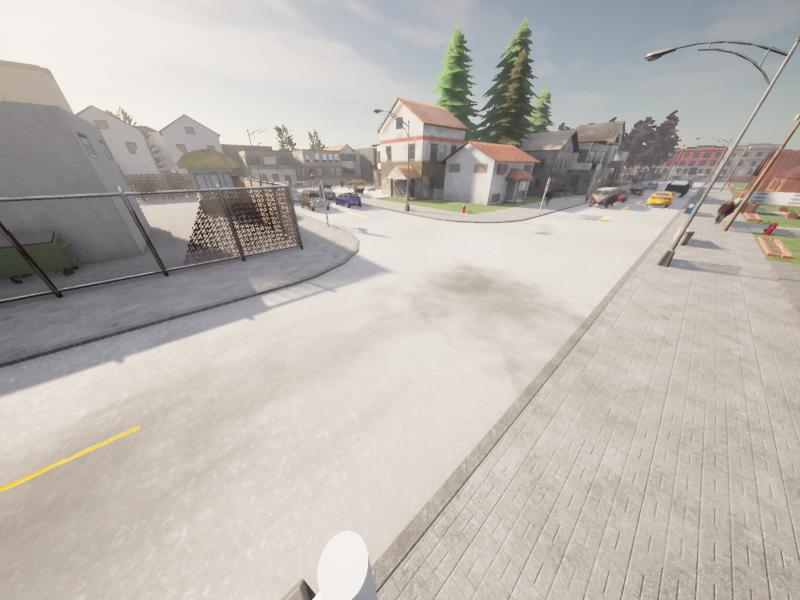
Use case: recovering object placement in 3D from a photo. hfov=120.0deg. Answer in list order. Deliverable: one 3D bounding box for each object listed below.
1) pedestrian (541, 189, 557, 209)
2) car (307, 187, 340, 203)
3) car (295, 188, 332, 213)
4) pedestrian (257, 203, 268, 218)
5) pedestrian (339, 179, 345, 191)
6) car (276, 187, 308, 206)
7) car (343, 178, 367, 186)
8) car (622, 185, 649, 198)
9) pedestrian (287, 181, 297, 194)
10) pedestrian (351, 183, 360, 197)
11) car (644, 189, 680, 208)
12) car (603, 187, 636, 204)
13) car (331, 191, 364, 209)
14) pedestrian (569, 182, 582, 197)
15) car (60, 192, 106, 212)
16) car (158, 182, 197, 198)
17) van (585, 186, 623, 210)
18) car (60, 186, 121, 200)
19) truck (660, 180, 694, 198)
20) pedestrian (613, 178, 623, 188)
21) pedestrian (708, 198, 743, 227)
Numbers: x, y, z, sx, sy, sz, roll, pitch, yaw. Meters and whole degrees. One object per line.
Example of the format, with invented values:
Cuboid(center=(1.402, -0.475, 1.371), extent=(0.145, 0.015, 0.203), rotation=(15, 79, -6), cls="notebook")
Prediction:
Cuboid(center=(15.865, -10.815, 24.623), extent=(0.751, 1.860, 0.751), rotation=(-20, 35, -30), cls="pedestrian")
Cuboid(center=(-10.279, -14.123, 30.987), extent=(2.163, 1.488, 4.792), rotation=(-23, 37, -34), cls="car")
Cuboid(center=(-9.197, -10.625, 24.531), extent=(1.932, 1.855, 4.605), rotation=(-21, 36, -32), cls="car")
Cuboid(center=(-12.007, -7.820, 20.176), extent=(0.500, 1.100, 0.500), rotation=(-24, 38, -35), cls="pedestrian")
Cuboid(center=(-10.303, -20.475, 41.100), extent=(0.751, 1.860, 0.751), rotation=(-2, 30, -3), cls="pedestrian")
Cuboid(center=(-13.614, -13.088, 29.047), extent=(2.033, 1.649, 4.856), rotation=(-22, 37, -33), cls="car")
Cuboid(center=(-11.035, -29.263, 57.110), extent=(5.366, 1.575, 1.801), rotation=(-24, 37, -35), cls="car")
Cuboid(center=(36.530, -16.875, 35.864), extent=(4.181, 1.385, 1.994), rotation=(-23, 37, -34), cls="car")
Cuboid(center=(-18.091, -18.838, 38.725), extent=(0.751, 1.860, 0.751), rotation=(12, 32, 20), cls="pedestrian")
Cuboid(center=(-6.505, -16.084, 33.747), extent=(0.751, 1.860, 0.751), rotation=(26, 39, 37), cls="pedestrian")
Cuboid(center=(30.966, -12.020, 27.286), extent=(5.008, 1.535, 1.882), rotation=(-23, 37, -33), cls="car")
Cuboid(center=(28.650, -13.658, 30.133), extent=(4.514, 1.525, 2.007), rotation=(-23, 37, -34), cls="car")
Cuboid(center=(-6.096, -11.609, 26.638), extent=(1.816, 1.474, 4.193), rotation=(-23, 37, -34), cls="car")
Cuboid(center=(25.790, -16.209, 33.964), extent=(0.751, 1.860, 0.751), rotation=(-24, 38, -35), cls="pedestrian")
Cuboid(center=(-33.330, -10.450, 24.440), extent=(1.816, 1.474, 4.193), rotation=(-23, 37, -34), cls="car")
Cuboid(center=(-34.184, -17.038, 35.626), extent=(3.866, 1.878, 1.905), rotation=(-22, 37, -33), cls="car")
Cuboid(center=(22.884, -11.465, 25.880), extent=(4.442, 1.987, 1.775), rotation=(-23, 37, -34), cls="van")
Cuboid(center=(-44.148, -15.394, 33.178), extent=(4.892, 1.490, 1.837), rotation=(-23, 37, -35), cls="car")
Cuboid(center=(43.697, -17.590, 36.372), extent=(6.274, 2.098, 2.390), rotation=(-22, 37, -34), cls="truck")
Cuboid(center=(44.881, -24.102, 47.635), extent=(0.751, 1.860, 0.751), rotation=(-23, 37, -34), cls="pedestrian")
Cuboid(center=(24.174, -6.521, 17.184), extent=(0.751, 1.860, 0.751), rotation=(-16, 34, -25), cls="pedestrian")
